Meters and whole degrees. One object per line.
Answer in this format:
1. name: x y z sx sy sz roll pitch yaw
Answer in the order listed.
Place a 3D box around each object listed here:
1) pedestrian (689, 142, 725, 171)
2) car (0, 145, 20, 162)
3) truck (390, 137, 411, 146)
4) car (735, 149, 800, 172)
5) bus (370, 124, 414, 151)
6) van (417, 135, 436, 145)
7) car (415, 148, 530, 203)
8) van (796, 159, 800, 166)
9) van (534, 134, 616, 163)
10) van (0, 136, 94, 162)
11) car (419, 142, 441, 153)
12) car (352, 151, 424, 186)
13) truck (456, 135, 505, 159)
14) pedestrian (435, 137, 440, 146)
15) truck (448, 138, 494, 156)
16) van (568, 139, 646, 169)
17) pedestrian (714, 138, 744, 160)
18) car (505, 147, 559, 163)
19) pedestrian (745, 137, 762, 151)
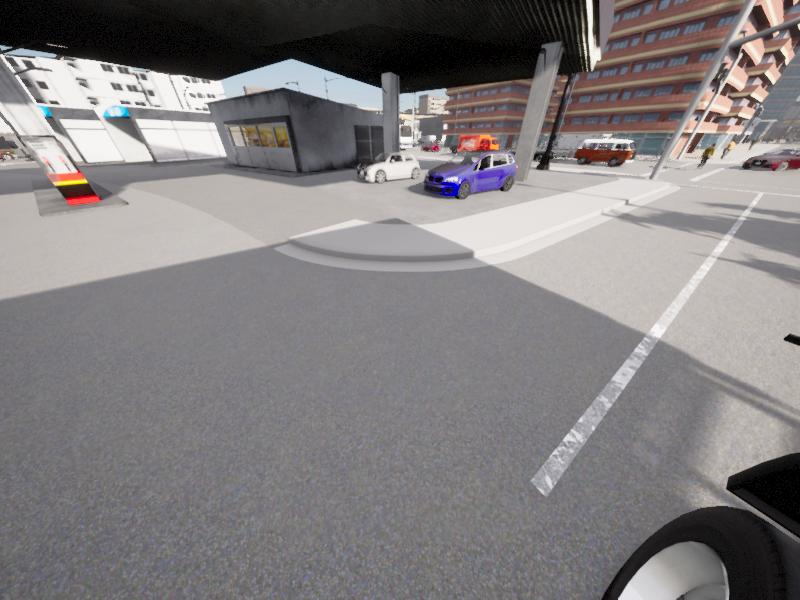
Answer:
1. pedestrian: 23.599 -11.041 17.771 0.751 1.860 0.751 -18 39 -24
2. car: -49.894 -17.086 27.109 2.152 1.651 5.027 5 36 7
3. truck: 0.191 -50.579 73.637 6.274 2.098 2.390 -23 41 -27
4. car: 29.775 -10.915 18.019 4.181 1.385 1.994 -4 35 -6
5. bus: -1.811 -33.944 48.429 3.944 4.253 10.273 -23 41 -29
6. van: 9.001 -54.410 78.427 6.366 2.431 2.351 -23 41 -27
7. car: 3.241 -5.774 10.436 4.611 1.667 2.242 -22 41 -28
8. van: 38.057 -13.149 20.550 4.480 2.038 2.069 -22 41 -28
9. van: 18.994 -16.840 25.586 2.351 2.431 6.366 -23 41 -28
10. van: -45.288 -19.684 29.971 1.988 2.561 5.915 9 36 13
11. car: 5.296 -27.329 41.350 1.845 1.501 3.633 -23 41 -29
12. car: -0.677 -8.089 14.028 3.806 1.475 1.970 -22 41 -28
13. truck: 10.384 -20.247 30.446 2.627 2.467 5.204 -23 41 -28
14. pedestrian: 10.334 -43.473 63.352 0.751 1.860 0.751 -22 40 -27
15. truck: 10.619 -23.331 35.145 2.390 2.098 6.274 -23 41 -28
16. van: 18.696 -13.448 21.108 2.069 2.038 4.480 -23 41 -29
17. pedestrian: 34.181 -15.701 24.050 0.751 1.860 0.751 5 36 8
18. car: 14.671 -16.375 25.938 1.895 1.301 4.718 -23 41 -29
19. pedestrian: 59.232 -26.178 38.752 0.751 1.860 0.751 -24 41 -29
